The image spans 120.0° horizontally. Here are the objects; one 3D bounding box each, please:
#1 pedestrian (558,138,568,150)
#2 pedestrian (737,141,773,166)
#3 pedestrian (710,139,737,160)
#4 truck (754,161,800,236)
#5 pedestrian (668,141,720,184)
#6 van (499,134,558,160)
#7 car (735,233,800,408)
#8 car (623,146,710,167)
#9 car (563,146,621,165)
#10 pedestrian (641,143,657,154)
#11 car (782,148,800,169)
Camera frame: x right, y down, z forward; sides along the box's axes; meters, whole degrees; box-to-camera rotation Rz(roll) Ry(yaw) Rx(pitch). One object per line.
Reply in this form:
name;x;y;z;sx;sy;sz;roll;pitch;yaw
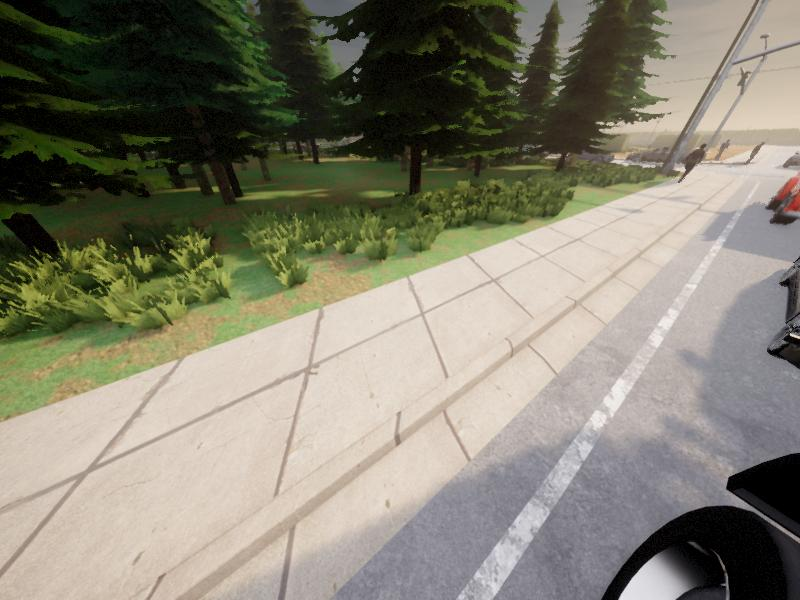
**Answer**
pedestrian;31.828;-30.536;45.168;0.751;1.860;0.751;-23;41;-29
pedestrian;32.000;-13.217;20.859;0.751;1.860;0.751;-4;35;-5
pedestrian;33.569;-15.635;24.008;0.751;1.860;0.751;22;41;28
truck;13.458;-3.435;6.574;5.204;2.467;2.627;-23;41;-29
pedestrian;15.274;-7.150;12.062;0.751;1.860;0.751;-17;39;-22
van;15.935;-19.400;29.218;1.988;2.561;5.915;-22;40;-28
car;6.441;-0.032;2.638;4.902;1.511;2.128;-22;41;-28
car;26.150;-14.319;22.937;2.033;1.411;5.357;-24;42;-30
car;20.230;-15.404;24.533;1.994;1.385;4.181;-22;41;-28
pedestrian;35.635;-21.666;33.042;0.751;1.300;0.751;-2;35;-2
car;34.960;-12.073;19.675;4.181;1.385;1.994;-22;41;-28
